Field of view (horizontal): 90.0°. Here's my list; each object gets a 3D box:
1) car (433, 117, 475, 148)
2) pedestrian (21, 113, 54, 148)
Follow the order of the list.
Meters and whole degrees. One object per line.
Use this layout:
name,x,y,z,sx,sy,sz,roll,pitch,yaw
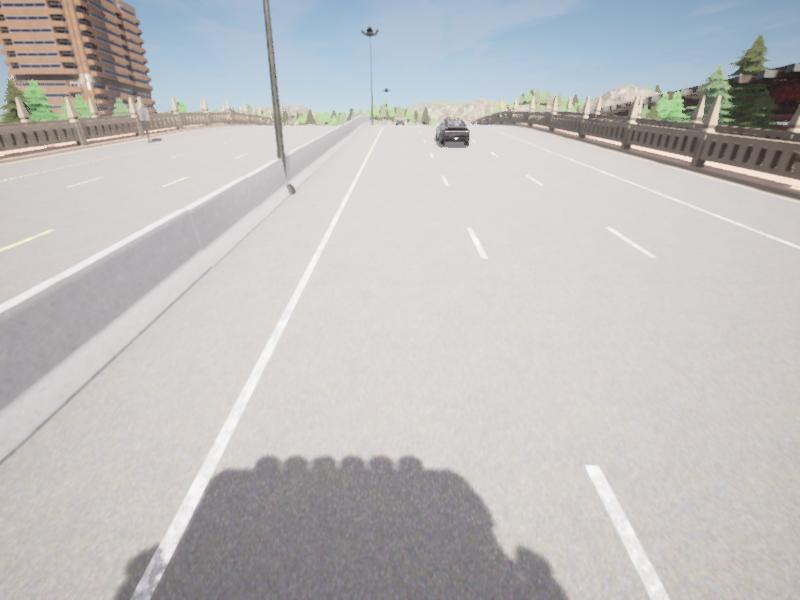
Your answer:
car,3.505,-11.291,26.824,2.128,1.511,4.902,0,27,0
pedestrian,-21.756,-10.157,24.031,0.751,1.860,0.751,0,20,0
